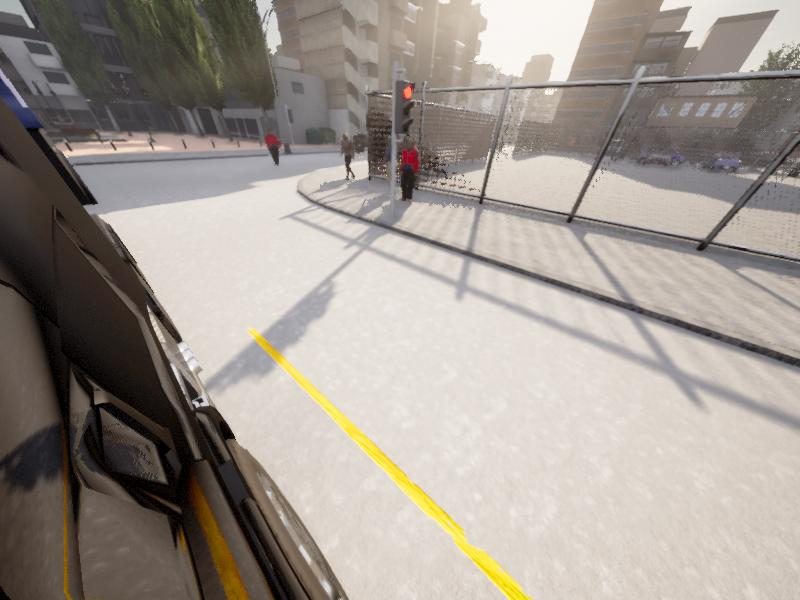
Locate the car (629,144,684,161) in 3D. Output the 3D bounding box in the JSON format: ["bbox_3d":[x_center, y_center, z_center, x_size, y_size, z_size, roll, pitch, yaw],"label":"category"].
[{"bbox_3d":[35.470,-20.591,32.160,4.902,1.511,2.128,26,43,28],"label":"car"}]

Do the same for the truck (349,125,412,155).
[{"bbox_3d":[-1.738,-15.787,22.824,2.390,2.098,6.274,27,43,29],"label":"truck"}]

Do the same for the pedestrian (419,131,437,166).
[{"bbox_3d":[1.866,-10.167,15.546,0.751,1.860,0.751,30,45,32],"label":"pedestrian"}]

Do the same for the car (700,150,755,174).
[{"bbox_3d":[29.742,-12.719,21.163,1.845,1.501,3.633,27,43,29],"label":"car"}]

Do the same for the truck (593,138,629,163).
[{"bbox_3d":[22.864,-16.267,25.020,2.069,2.038,4.478,27,43,29],"label":"truck"}]

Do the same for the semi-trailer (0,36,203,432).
[{"bbox_3d":[-8.753,-3.574,4.163,14.254,4.402,2.717,28,43,29],"label":"semi-trailer"}]

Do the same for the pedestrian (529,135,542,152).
[{"bbox_3d":[18.206,-21.021,31.094,0.751,1.860,0.751,-29,47,-35],"label":"pedestrian"}]

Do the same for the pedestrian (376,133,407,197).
[{"bbox_3d":[-0.304,-4.827,8.290,0.751,1.860,0.751,23,41,24],"label":"pedestrian"}]

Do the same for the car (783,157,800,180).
[{"bbox_3d":[33.156,-10.390,18.001,1.905,1.878,3.866,27,43,29],"label":"car"}]

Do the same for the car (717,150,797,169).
[{"bbox_3d":[42.529,-16.930,27.759,4.892,1.490,1.837,26,43,28],"label":"car"}]

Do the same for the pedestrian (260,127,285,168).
[{"bbox_3d":[-7.201,-8.632,13.093,0.751,1.860,0.751,-17,41,-24],"label":"pedestrian"}]

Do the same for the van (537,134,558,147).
[{"bbox_3d":[35.892,-38.889,56.157,2.351,2.431,6.366,27,43,29],"label":"van"}]

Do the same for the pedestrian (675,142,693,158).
[{"bbox_3d":[41.821,-22.091,34.070,0.751,1.860,0.751,27,43,29],"label":"pedestrian"}]

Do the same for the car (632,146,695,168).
[{"bbox_3d":[25.915,-14.253,22.938,3.705,1.547,1.789,27,43,29],"label":"car"}]

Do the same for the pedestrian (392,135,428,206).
[{"bbox_3d":[0.283,-4.108,7.371,0.751,1.860,0.751,23,41,25],"label":"pedestrian"}]

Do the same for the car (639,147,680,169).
[{"bbox_3d":[25.835,-14.358,23.193,2.033,1.415,5.357,27,43,29],"label":"car"}]

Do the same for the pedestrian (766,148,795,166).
[{"bbox_3d":[46.363,-17.421,28.147,0.751,1.860,0.751,-7,38,-13],"label":"pedestrian"}]

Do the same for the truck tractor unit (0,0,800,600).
[{"bbox_3d":[-2.645,-0.295,0.352,6.516,4.208,3.053,28,44,30],"label":"truck tractor unit"}]

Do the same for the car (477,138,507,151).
[{"bbox_3d":[13.375,-22.507,33.357,2.033,1.411,5.357,27,43,29],"label":"car"}]

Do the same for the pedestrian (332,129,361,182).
[{"bbox_3d":[-2.291,-6.249,10.052,0.751,1.860,0.751,22,41,23],"label":"pedestrian"}]
